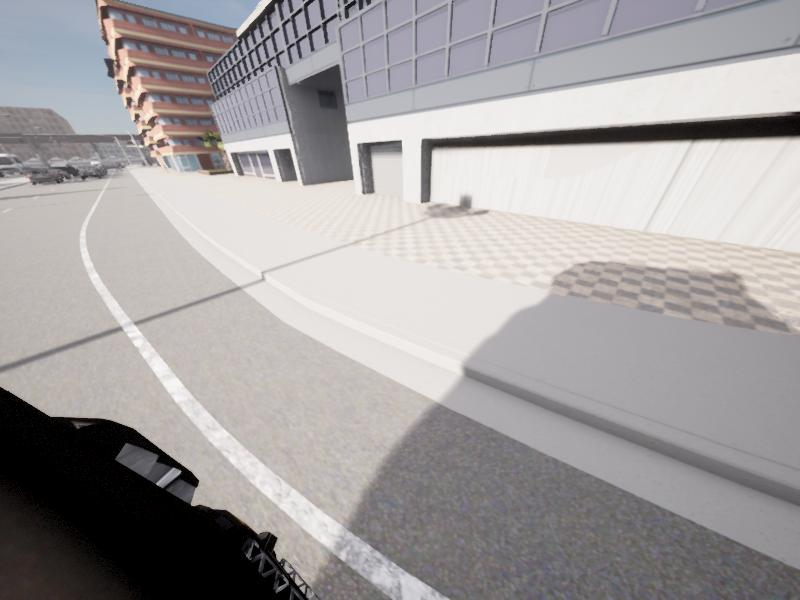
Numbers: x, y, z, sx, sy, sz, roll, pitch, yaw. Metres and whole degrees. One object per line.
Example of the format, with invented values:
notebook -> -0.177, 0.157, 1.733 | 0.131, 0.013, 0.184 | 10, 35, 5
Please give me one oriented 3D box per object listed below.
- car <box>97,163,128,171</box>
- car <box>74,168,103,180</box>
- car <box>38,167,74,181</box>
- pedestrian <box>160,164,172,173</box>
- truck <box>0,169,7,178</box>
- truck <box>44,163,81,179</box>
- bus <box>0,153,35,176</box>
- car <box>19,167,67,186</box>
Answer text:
car -> -78.427, -36.398, 63.083 | 4.902, 1.511, 2.128 | -25, 39, -30
car -> -44.989, -18.292, 33.507 | 4.718, 1.301, 1.895 | 26, 43, 36
car -> -51.065, -18.767, 34.381 | 4.974, 1.542, 2.038 | 27, 43, 36
pedestrian -> -36.690, -20.623, 36.218 | 0.751, 1.300, 0.751 | 23, 41, 33
truck -> -79.760, -24.617, 44.520 | 6.274, 2.098, 2.390 | 27, 43, 36
truck -> -57.372, -22.156, 39.421 | 6.274, 2.098, 2.390 | 27, 43, 36
bus -> -92.979, -32.203, 54.948 | 10.273, 4.253, 3.944 | 27, 43, 36
car -> -44.538, -15.560, 28.955 | 4.611, 1.667, 2.242 | 27, 43, 36
